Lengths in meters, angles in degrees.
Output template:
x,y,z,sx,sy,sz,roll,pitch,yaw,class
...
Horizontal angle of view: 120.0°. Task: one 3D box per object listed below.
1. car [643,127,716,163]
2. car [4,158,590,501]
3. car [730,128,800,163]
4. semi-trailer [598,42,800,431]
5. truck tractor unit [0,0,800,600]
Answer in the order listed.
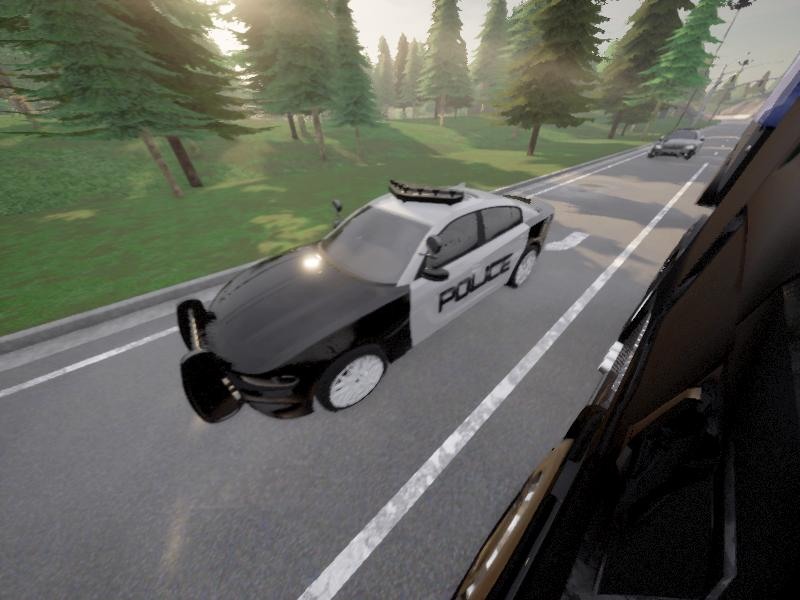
x,y,z,sx,sy,sz,roll,pitch,yaw,class
17.923,-10.032,14.798,4.974,1.542,2.038,-28,44,-30,car
0.162,-0.655,3.131,5.238,1.638,1.930,-28,44,-30,car
21.533,-9.141,13.544,4.181,1.385,1.994,-28,44,-30,car
8.698,-3.584,4.258,14.254,4.402,2.717,-28,44,-30,semi-trailer
2.645,-0.295,0.351,6.516,4.208,3.053,-28,44,-30,truck tractor unit
